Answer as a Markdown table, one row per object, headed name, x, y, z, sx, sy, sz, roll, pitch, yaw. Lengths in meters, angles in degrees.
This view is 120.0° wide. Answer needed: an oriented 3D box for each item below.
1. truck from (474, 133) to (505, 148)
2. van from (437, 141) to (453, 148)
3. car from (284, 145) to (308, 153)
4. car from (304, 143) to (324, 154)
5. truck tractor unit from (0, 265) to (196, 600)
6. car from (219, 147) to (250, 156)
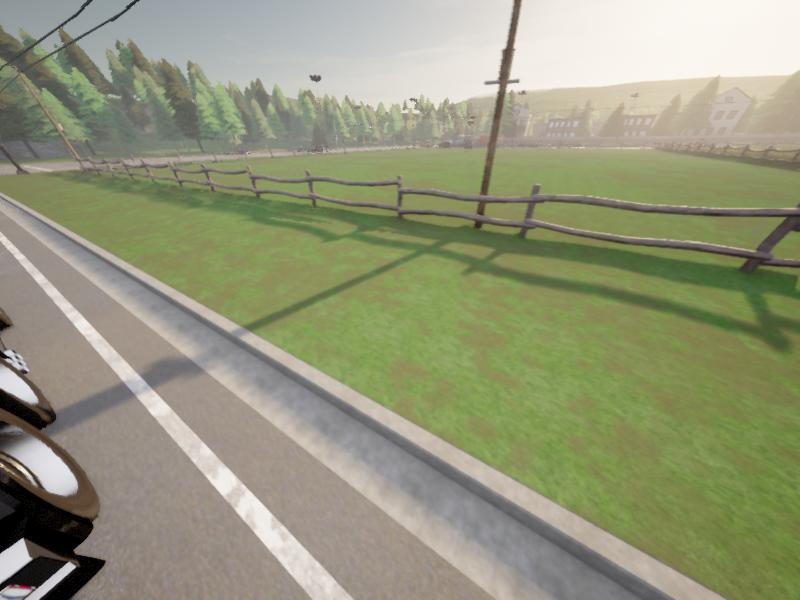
| name | x | y | z | sx | sy | sz | roll | pitch | yaw |
| --- | --- | --- | --- | --- | --- | --- | --- | --- | --- |
| truck | 29.532 | -52.647 | 76.226 | 8.468 | 3.827 | 2.891 | 18 | 39 | 25 |
| van | 15.026 | -51.982 | 77.121 | 4.480 | 2.038 | 2.069 | 18 | 39 | 25 |
| car | -26.014 | -37.787 | 57.911 | 2.128 | 1.511 | 4.902 | 18 | 39 | 25 |
| car | -20.259 | -35.740 | 54.446 | 1.905 | 1.878 | 3.866 | 18 | 39 | 25 |
| truck tractor unit | -5.129 | -0.274 | 0.822 | 6.516 | 4.208 | 3.053 | 17 | 38 | 25 |
| car | -35.783 | -32.247 | 50.043 | 1.837 | 1.490 | 4.892 | 18 | 39 | 25 |
